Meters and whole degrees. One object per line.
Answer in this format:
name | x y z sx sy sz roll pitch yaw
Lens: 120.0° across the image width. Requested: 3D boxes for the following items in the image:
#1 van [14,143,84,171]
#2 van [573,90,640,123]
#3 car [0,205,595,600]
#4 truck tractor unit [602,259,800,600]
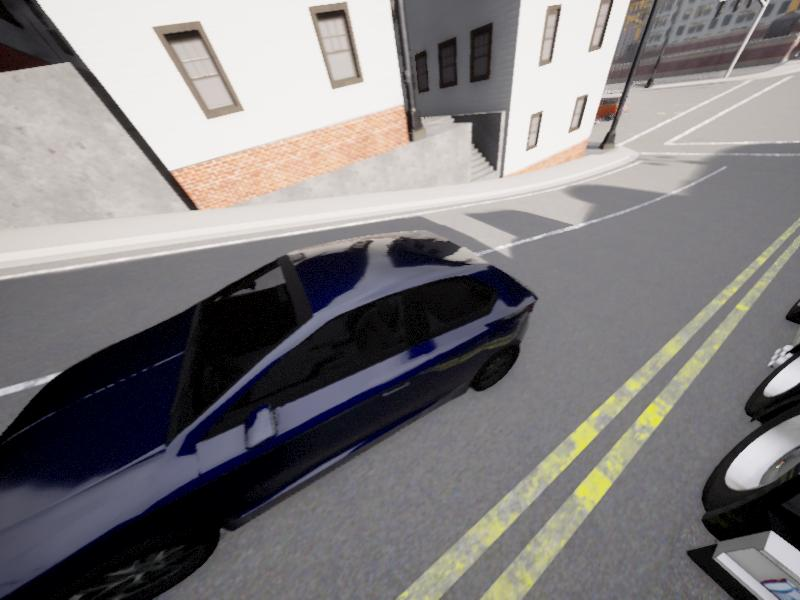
van | -60.083 -24.736 39.835 2.351 2.431 6.366 0 44 16
van | 21.001 -19.791 23.781 1.775 1.987 4.442 -29 44 -15
car | -0.649 0.345 2.123 4.193 1.474 1.816 -18 39 -24
truck tractor unit | 5.122 -0.285 0.802 6.516 4.208 3.053 -18 40 -25
